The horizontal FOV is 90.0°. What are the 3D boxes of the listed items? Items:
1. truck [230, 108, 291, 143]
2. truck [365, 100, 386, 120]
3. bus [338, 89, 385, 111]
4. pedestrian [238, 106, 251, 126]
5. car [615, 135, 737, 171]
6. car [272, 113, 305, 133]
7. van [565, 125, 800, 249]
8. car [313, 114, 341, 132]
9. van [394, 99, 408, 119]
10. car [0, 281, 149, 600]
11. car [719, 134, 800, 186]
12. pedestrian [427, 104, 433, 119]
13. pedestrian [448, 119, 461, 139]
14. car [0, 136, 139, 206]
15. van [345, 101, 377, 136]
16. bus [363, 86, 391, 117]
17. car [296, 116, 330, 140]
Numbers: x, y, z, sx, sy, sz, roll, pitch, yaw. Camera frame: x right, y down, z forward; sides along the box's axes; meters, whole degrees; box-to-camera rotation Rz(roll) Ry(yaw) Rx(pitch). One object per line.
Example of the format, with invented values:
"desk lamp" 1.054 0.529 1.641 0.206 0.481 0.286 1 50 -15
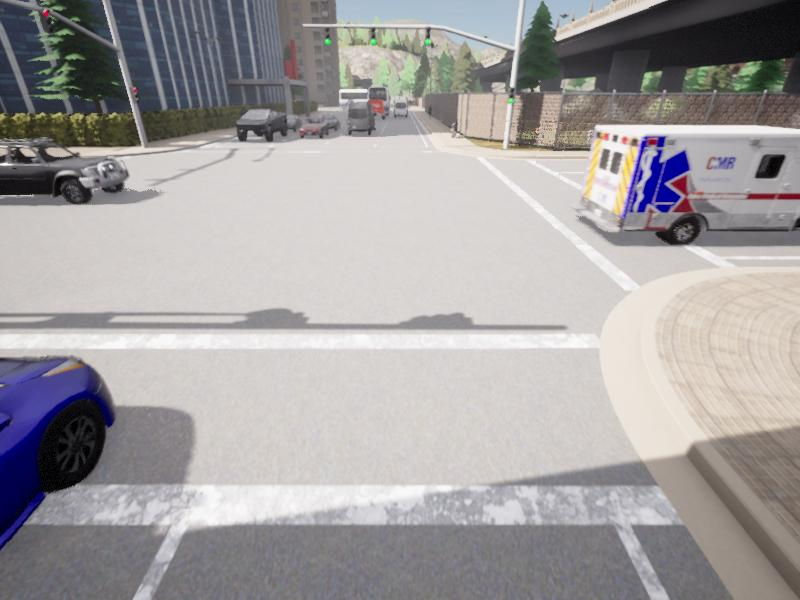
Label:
"truck" -10.438 -13.443 30.619 2.390 2.098 6.274 0 27 0
"truck" -3.390 -27.240 57.175 2.627 2.467 5.204 0 26 0
"bus" -8.593 -45.487 91.020 10.273 4.253 3.944 0 27 0
"pedestrian" -16.017 -18.946 41.240 0.751 1.860 0.751 0 27 0
"car" 13.045 -7.086 19.165 4.181 1.385 1.994 0 27 0
"car" -10.425 -16.731 37.766 1.812 1.442 4.674 0 27 0
"van" 7.777 -2.780 9.567 6.366 2.431 2.351 0 27 0
"car" -6.932 -17.118 38.613 1.994 1.385 4.181 0 27 -1
"van" 0.120 -29.320 61.201 1.988 2.561 5.915 0 27 0
"car" -3.639 1.549 1.951 2.007 1.525 4.514 -1 27 -2
"car" 16.168 -5.634 16.002 4.611 1.667 2.242 0 27 0
"pedestrian" 4.078 -25.698 54.485 0.751 1.860 0.751 -1 27 -2
"pedestrian" 3.988 -12.602 29.496 0.751 1.300 0.751 -3 27 -5
"car" -11.480 -4.166 12.781 4.605 1.855 1.932 0 27 0
"van" -3.353 -16.183 35.508 1.988 2.561 5.915 0 27 2
"bus" -3.496 -32.386 65.305 3.944 4.253 10.273 0 27 0
"car" -6.934 -13.977 32.357 1.816 1.474 4.193 0 27 0
